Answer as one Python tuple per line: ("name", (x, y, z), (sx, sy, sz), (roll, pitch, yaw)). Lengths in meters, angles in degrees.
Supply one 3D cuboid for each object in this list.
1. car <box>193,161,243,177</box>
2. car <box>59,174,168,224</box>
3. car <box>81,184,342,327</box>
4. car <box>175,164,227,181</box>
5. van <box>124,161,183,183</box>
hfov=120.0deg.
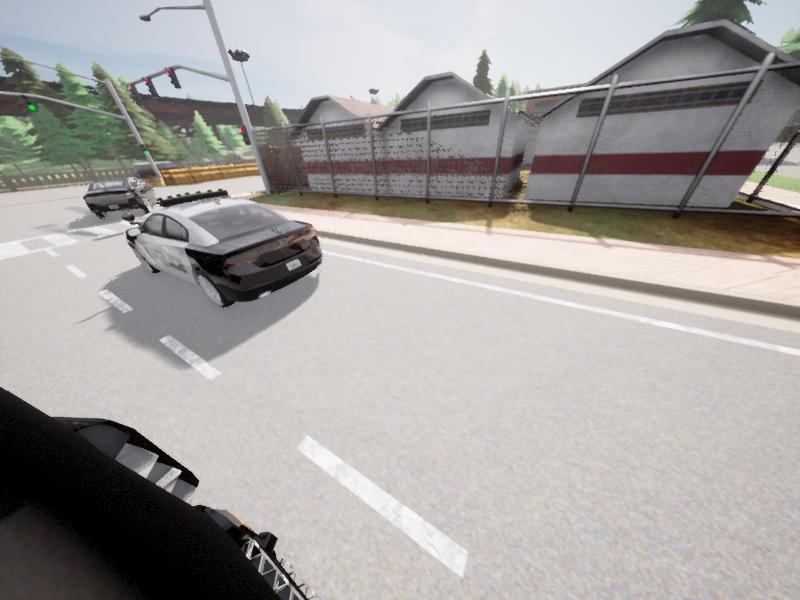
("car", (-25.408, -18.373, 32.394), (2.128, 1.511, 4.902), (15, 37, 25))
("car", (-14.113, -5.393, 11.888), (2.128, 1.511, 4.902), (-23, 38, -26))
("car", (-4.012, -1.377, 4.894), (5.238, 1.638, 1.930), (15, 38, 26))
("car", (-24.148, -15.566, 28.185), (1.994, 1.385, 4.181), (15, 37, 25))
("van", (-31.255, -16.428, 29.501), (1.775, 1.987, 4.442), (15, 37, 25))
